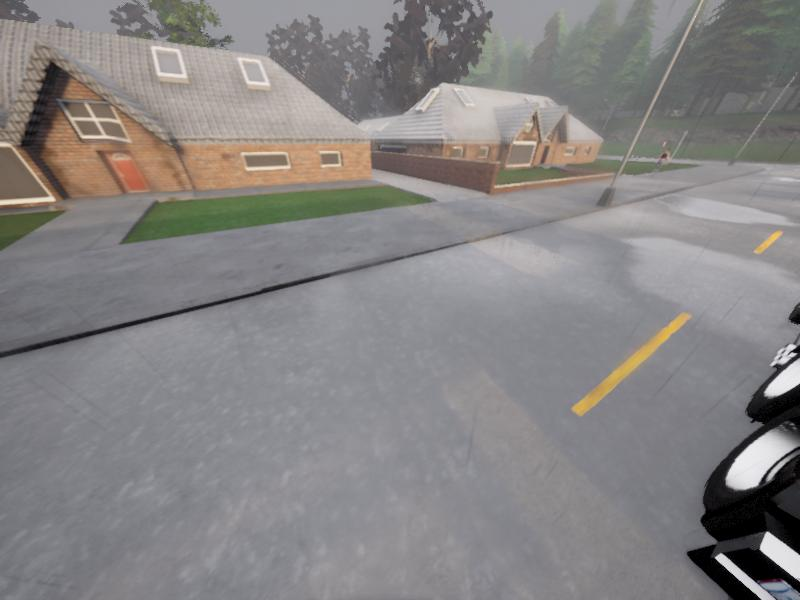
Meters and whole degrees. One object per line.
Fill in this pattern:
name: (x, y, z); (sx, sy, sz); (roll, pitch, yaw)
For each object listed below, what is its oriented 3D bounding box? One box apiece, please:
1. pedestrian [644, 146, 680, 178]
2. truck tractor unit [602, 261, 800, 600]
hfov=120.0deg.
pedestrian: (18.473, -9.764, 16.338); (0.751, 1.860, 0.751); (-17, 38, -23)
truck tractor unit: (5.107, -0.306, 0.788); (6.516, 4.208, 3.053); (-18, 39, -24)
